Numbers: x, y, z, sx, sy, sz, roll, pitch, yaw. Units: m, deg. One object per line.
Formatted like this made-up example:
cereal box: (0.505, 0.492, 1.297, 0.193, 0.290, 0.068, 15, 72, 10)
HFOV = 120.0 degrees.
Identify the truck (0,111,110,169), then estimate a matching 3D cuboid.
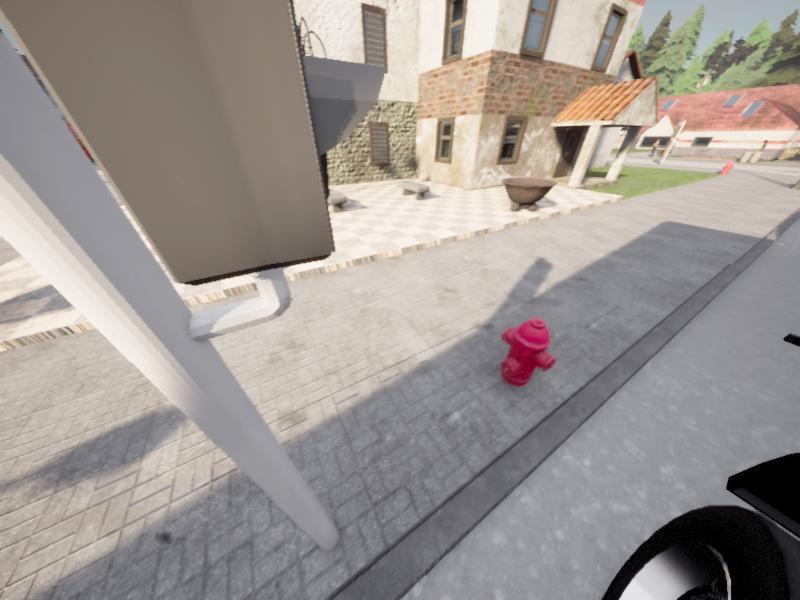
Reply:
truck: (-32.394, -15.057, 21.830, 2.891, 3.827, 8.468, -19, 39, -24)

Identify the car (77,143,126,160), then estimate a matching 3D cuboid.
car: (-36.787, -18.464, 28.656, 2.163, 1.488, 4.792, -19, 39, -24)

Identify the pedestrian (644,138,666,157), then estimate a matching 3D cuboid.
pedestrian: (30.404, -18.157, 27.535, 0.751, 1.860, 0.751, 4, 36, 5)

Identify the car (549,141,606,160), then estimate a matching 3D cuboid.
car: (21.028, -17.891, 27.565, 2.242, 1.667, 4.611, -19, 39, -24)

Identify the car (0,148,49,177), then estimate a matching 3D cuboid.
car: (-28.089, -9.868, 16.479, 1.789, 1.549, 3.705, -19, 39, -24)

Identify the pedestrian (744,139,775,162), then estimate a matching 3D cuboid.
pedestrian: (34.386, -14.300, 22.099, 0.751, 1.860, 0.751, -21, 41, -27)
